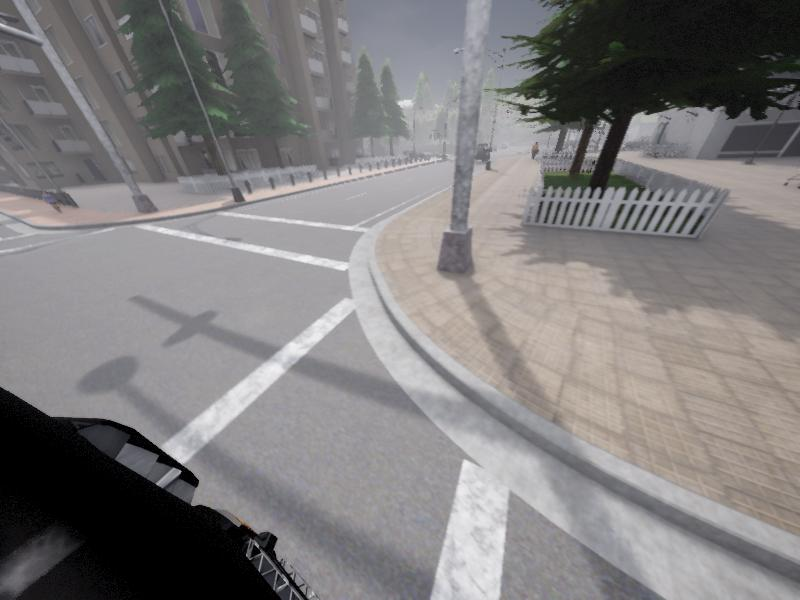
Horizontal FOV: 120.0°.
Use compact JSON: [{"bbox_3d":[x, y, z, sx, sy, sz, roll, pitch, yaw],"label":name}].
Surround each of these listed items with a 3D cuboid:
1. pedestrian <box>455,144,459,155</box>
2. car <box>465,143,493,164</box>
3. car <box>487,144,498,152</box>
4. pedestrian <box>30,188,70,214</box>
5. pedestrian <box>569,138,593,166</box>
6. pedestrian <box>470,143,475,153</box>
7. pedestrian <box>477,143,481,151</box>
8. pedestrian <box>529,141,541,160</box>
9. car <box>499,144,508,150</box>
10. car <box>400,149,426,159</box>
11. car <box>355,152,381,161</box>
[{"bbox_3d":[12.069,-32.003,49.136,0.751,1.860,0.751,4,34,10],"label":"pedestrian"},{"bbox_3d":[10.333,-19.172,30.135,2.150,2.045,5.566,14,37,23],"label":"car"},{"bbox_3d":[23.199,-37.989,57.828,1.789,1.549,3.705,14,37,23],"label":"car"},{"bbox_3d":[-16.997,-4.803,11.232,0.500,1.100,0.500,10,36,19],"label":"pedestrian"},{"bbox_3d":[14.796,-12.109,18.963,0.751,1.860,0.751,-14,35,-16],"label":"pedestrian"},{"bbox_3d":[17.806,-37.302,56.646,0.751,1.860,0.751,10,36,19],"label":"pedestrian"},{"bbox_3d":[21.284,-41.253,62.309,0.751,1.860,0.751,5,34,11],"label":"pedestrian"},{"bbox_3d":[15.416,-17.097,26.439,0.751,1.860,0.751,15,38,25],"label":"pedestrian"},{"bbox_3d":[33.289,-49.439,74.397,1.970,1.475,3.806,14,37,23],"label":"car"},{"bbox_3d":[2.601,-29.288,46.452,4.792,1.488,2.163,14,37,24],"label":"car"},{"bbox_3d":[-7.116,-31.656,50.874,5.357,1.411,2.033,14,37,24],"label":"car"}]
